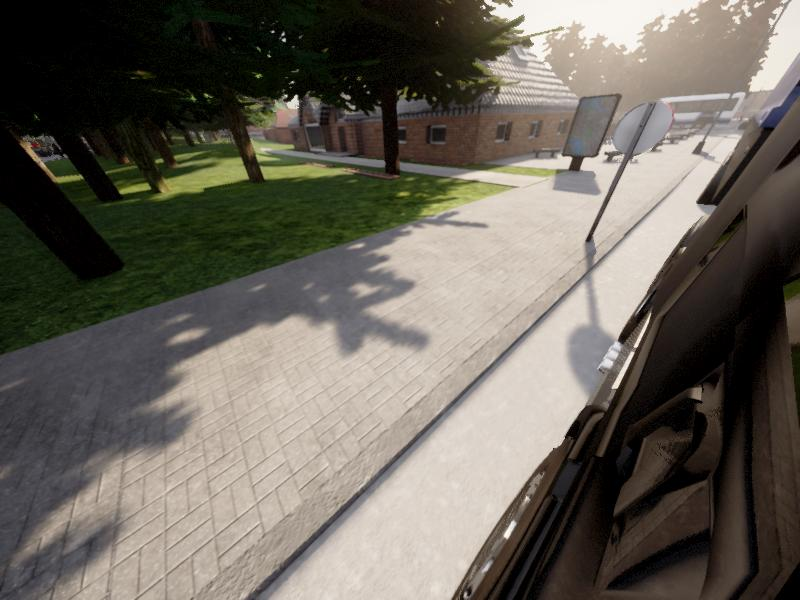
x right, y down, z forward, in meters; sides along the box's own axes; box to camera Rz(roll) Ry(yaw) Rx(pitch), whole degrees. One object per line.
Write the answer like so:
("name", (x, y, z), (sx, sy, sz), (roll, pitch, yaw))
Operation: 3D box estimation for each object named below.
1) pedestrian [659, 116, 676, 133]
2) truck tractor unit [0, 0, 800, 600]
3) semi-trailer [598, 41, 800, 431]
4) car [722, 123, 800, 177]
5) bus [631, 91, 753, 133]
("pedestrian", (38.220, -25.045, 32.974), (0.751, 1.860, 0.751), (-27, 43, -29))
("truck tractor unit", (2.645, -0.295, 0.351), (6.516, 4.208, 3.053), (-28, 44, -30))
("semi-trailer", (8.694, -3.605, 4.237), (14.254, 4.402, 2.717), (-28, 44, -30))
("car", (17.079, -6.948, 10.486), (4.611, 1.667, 2.242), (-29, 44, -31))
("bus", (42.677, -27.968, 34.839), (10.273, 4.253, 3.944), (25, 45, 31))
